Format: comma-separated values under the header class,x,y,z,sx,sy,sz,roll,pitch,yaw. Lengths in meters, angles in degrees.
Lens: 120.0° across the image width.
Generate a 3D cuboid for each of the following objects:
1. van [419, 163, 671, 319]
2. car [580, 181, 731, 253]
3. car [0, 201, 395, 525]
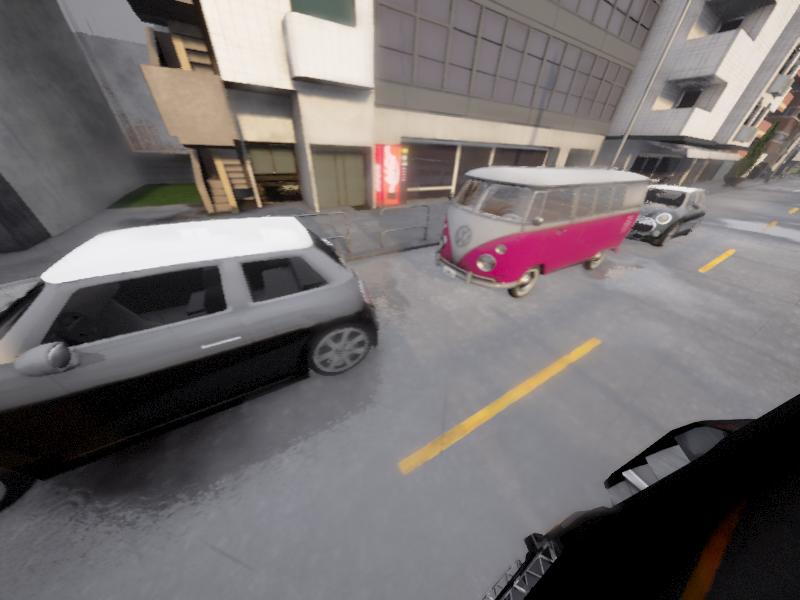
class,x,y,z,sx,sy,sz,roll,pitch,yaw
van,2.794,-1.526,4.647,4.442,1.987,1.775,-16,38,-26
car,8.280,-2.898,7.558,3.806,1.475,1.970,-16,38,-26
car,-2.214,0.129,2.266,3.806,1.475,1.970,-16,38,-26
